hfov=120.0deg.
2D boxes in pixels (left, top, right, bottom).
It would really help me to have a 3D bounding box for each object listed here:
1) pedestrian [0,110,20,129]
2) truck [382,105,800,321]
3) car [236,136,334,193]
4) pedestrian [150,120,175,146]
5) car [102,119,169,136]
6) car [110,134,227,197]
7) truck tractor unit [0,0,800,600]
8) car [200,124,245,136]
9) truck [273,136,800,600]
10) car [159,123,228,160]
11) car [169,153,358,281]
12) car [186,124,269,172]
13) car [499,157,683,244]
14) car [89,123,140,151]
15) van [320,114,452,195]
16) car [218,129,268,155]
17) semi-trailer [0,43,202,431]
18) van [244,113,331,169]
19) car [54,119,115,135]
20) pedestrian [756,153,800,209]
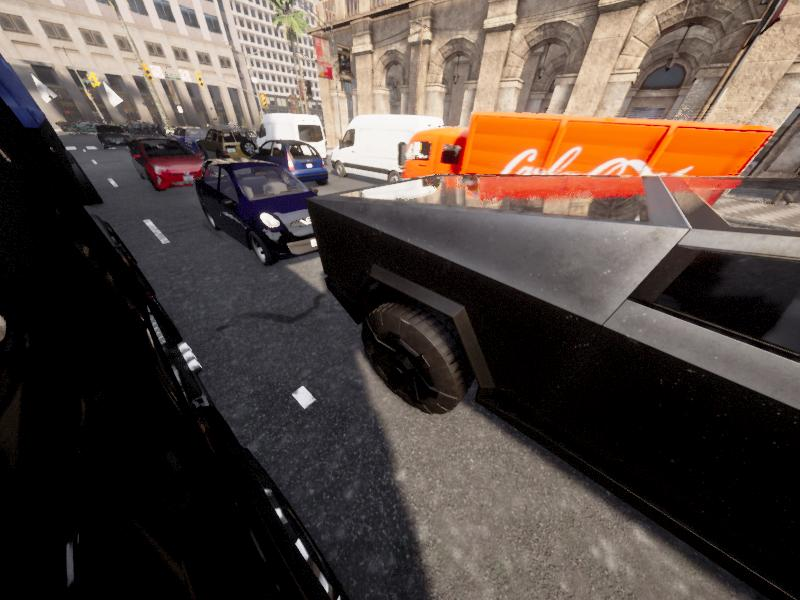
[{"bbox_3d":[-49.405,-22.762,29.091,0.751,1.860,0.751,21,40,22],"label":"pedestrian"},{"bbox_3d":[2.418,-2.347,4.906,5.204,2.467,2.627,30,44,29],"label":"truck"},{"bbox_3d":[-4.978,-5.993,9.994,3.988,1.617,1.851,28,44,30],"label":"car"},{"bbox_3d":[-21.042,-14.811,20.509,0.751,1.860,0.751,30,45,32],"label":"pedestrian"},{"bbox_3d":[-33.412,-21.858,29.368,1.930,1.638,5.238,28,44,30],"label":"car"},{"bbox_3d":[-9.093,-5.433,9.054,4.514,1.525,2.007,28,44,30],"label":"car"},{"bbox_3d":[-2.645,-0.295,0.351,6.516,4.208,3.053,28,44,30],"label":"truck tractor unit"},{"bbox_3d":[-29.055,-27.922,37.952,2.033,1.411,5.357,28,44,30],"label":"car"},{"bbox_3d":[2.231,0.432,1.454,6.274,2.098,2.390,28,44,30],"label":"truck"},{"bbox_3d":[-14.384,-11.116,16.088,4.553,1.767,2.097,28,44,30],"label":"car"},{"bbox_3d":[-2.883,-2.078,4.960,3.633,1.501,1.845,28,44,30],"label":"car"},{"bbox_3d":[-9.753,-8.676,13.051,4.605,1.855,1.932,28,44,30],"label":"car"},{"bbox_3d":[5.318,-3.175,6.943,3.633,1.501,1.845,28,44,30],"label":"car"},{"bbox_3d":[-22.340,-12.761,18.035,4.892,1.490,1.837,31,46,33],"label":"car"},{"bbox_3d":[-0.890,-6.925,10.719,5.915,2.561,1.988,28,44,30],"label":"van"},{"bbox_3d":[-12.781,-12.897,18.789,3.633,1.501,1.845,29,44,30],"label":"car"},{"bbox_3d":[-8.694,-3.610,4.229,14.254,4.402,2.717,28,44,30],"label":"semi-trailer"},{"bbox_3d":[-7.283,-10.370,14.919,5.915,2.561,1.988,28,44,30],"label":"van"},{"bbox_3d":[-38.847,-21.329,28.547,1.994,1.385,4.181,28,44,30],"label":"car"},{"bbox_3d":[15.515,-4.665,9.005,0.751,1.860,0.751,23,41,25],"label":"pedestrian"}]
